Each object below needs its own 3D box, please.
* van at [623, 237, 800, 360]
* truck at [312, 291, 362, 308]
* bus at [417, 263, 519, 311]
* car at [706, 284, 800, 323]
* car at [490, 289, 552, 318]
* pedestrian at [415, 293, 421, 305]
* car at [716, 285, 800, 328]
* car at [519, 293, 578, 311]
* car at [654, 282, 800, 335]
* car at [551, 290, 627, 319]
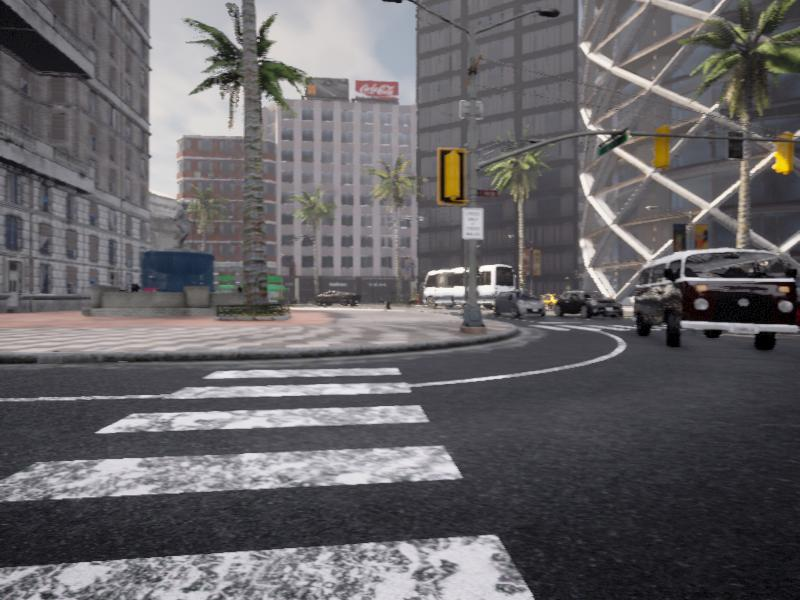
[{"bbox_3d":[6.679,-0.032,9.027,2.069,2.038,4.480,2,0,19],"label":"van"},{"bbox_3d":[-8.294,-0.102,52.637,6.274,2.098,2.390,0,0,27],"label":"truck"},{"bbox_3d":[6.594,-1.166,41.124,3.944,4.253,10.273,0,0,-39],"label":"bus"},{"bbox_3d":[17.980,0.144,19.565,2.242,1.667,4.611,0,0,-6],"label":"car"},{"bbox_3d":[6.738,0.210,22.677,1.845,1.501,3.633,0,0,-11],"label":"car"},{"bbox_3d":[2.930,-0.156,64.454,0.751,1.860,0.751,0,0,31],"label":"pedestrian"},{"bbox_3d":[14.655,0.217,15.512,1.845,1.501,3.633,0,0,-3],"label":"car"},{"bbox_3d":[13.386,0.175,36.474,1.801,1.575,5.366,0,0,-25],"label":"car"},{"bbox_3d":[11.508,0.242,13.748,2.163,1.488,4.792,0,0,-7],"label":"car"},{"bbox_3d":[10.304,0.237,22.153,1.970,1.475,3.806,0,0,-10],"label":"car"}]
